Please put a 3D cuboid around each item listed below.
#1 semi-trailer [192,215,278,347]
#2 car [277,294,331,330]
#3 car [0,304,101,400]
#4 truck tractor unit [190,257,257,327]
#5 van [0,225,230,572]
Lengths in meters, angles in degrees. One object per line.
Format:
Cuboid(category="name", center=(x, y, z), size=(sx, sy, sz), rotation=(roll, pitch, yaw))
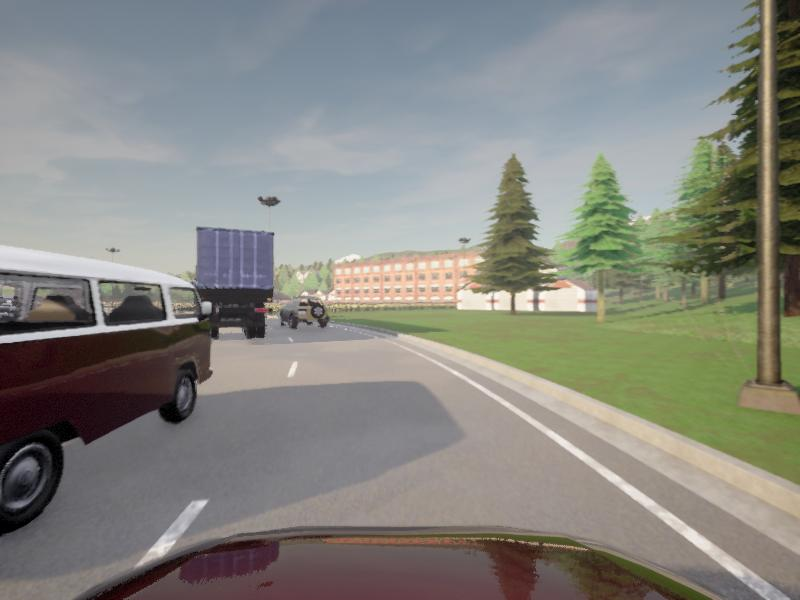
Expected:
Cuboid(category="semi-trailer", center=(-8.647, -0.607, 20.390), size=(2.717, 4.402, 14.254), rotation=(0, 0, -25))
Cuboid(category="car", center=(-5.652, 0.663, 23.168), size=(1.932, 1.855, 4.605), rotation=(1, -1, -28))
Cuboid(category="car", center=(-7.556, 0.843, 7.447), size=(1.845, 1.501, 3.633), rotation=(0, 0, -12))
Cuboid(category="truck tractor unit", center=(-12.249, -0.496, 27.414), size=(3.053, 4.208, 6.516), rotation=(0, 0, -35))
Cuboid(category="van", center=(-3.523, 0.579, 3.999), size=(2.069, 2.038, 4.480), rotation=(0, 0, -5))
